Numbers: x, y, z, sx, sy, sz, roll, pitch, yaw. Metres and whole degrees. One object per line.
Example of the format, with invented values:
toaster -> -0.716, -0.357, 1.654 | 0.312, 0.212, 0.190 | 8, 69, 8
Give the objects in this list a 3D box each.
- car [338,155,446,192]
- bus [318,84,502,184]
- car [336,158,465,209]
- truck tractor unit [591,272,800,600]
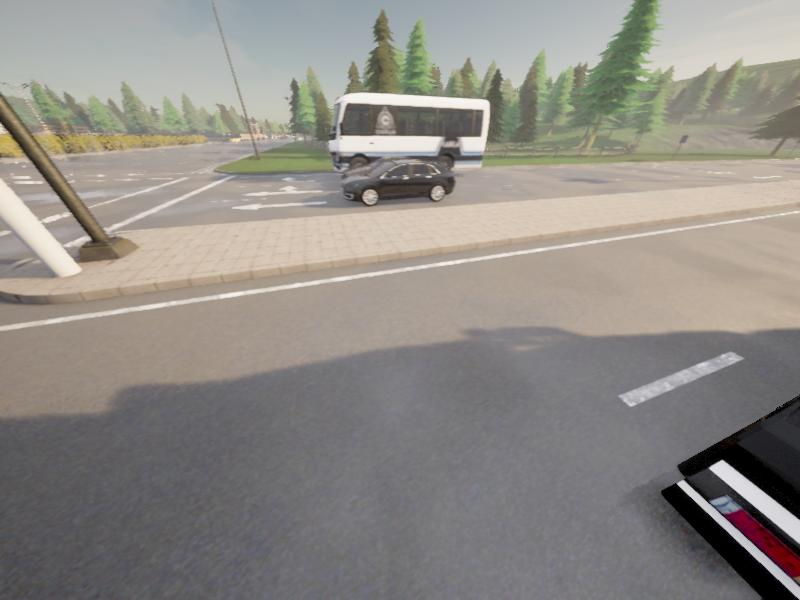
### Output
car -> -0.440, -7.034, 12.661 | 5.357, 1.411, 2.033 | -10, 37, -15
bus -> 0.498, -10.420, 14.987 | 10.273, 4.253, 3.944 | -10, 37, -15
car -> -0.001, -5.026, 9.745 | 4.892, 1.490, 1.837 | -10, 37, -15
truck tractor unit -> 5.274, -0.092, 0.492 | 6.516, 4.208, 3.053 | -11, 37, -15
